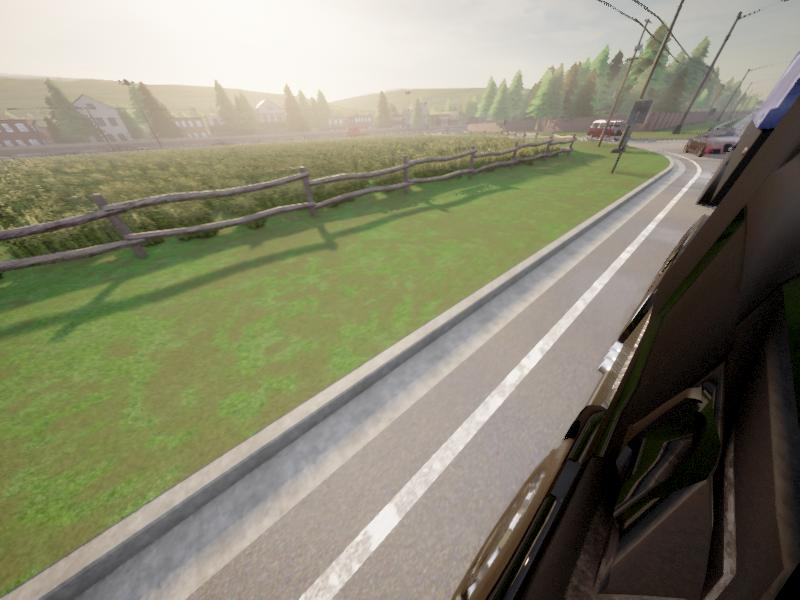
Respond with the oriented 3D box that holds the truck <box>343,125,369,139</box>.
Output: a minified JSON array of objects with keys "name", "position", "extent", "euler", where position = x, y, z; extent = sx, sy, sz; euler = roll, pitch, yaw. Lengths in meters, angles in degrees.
[{"name":"truck","position":[-16.189,-62.226,85.468],"extent":[8.468,3.827,2.891],"euler":[-28,43,-30]}]

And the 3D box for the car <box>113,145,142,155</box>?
[{"name":"car","position":[-64.721,-35.688,54.911],"extent":[3.988,1.617,1.851],"euler":[-28,43,-30]}]

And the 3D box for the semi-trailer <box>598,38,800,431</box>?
[{"name":"semi-trailer","position":[8.691,-3.604,4.245],"extent":[14.254,4.402,2.717],"euler":[-28,43,-30]}]

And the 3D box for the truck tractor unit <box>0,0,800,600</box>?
[{"name":"truck tractor unit","position":[2.645,-0.295,0.351],"extent":[6.516,4.208,3.053],"euler":[-28,44,-30]}]

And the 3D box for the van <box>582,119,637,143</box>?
[{"name":"van","position":[24.244,-19.836,27.065],"extent":[2.069,2.038,4.480],"euler":[-1,37,1]}]

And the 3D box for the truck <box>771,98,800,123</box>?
[{"name":"truck","position":[83.325,-40.331,49.196],"extent":[8.468,3.827,2.891],"euler":[-28,43,-30]}]

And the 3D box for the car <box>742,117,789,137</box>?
[{"name":"car","position":[39.299,-18.662,24.941],"extent":[4.792,1.488,2.163],"euler":[-28,43,-30]}]

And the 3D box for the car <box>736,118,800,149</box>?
[{"name":"car","position":[28.118,-12.771,17.638],"extent":[5.027,1.651,2.152],"euler":[-28,43,-30]}]

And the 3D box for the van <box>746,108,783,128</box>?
[{"name":"van","position":[61.107,-30.651,38.832],"extent":[6.366,2.431,2.351],"euler":[-28,43,-30]}]

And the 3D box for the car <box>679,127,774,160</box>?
[{"name":"car","position":[20.020,-9.871,14.489],"extent":[1.994,1.385,4.181],"euler":[17,41,25]}]
